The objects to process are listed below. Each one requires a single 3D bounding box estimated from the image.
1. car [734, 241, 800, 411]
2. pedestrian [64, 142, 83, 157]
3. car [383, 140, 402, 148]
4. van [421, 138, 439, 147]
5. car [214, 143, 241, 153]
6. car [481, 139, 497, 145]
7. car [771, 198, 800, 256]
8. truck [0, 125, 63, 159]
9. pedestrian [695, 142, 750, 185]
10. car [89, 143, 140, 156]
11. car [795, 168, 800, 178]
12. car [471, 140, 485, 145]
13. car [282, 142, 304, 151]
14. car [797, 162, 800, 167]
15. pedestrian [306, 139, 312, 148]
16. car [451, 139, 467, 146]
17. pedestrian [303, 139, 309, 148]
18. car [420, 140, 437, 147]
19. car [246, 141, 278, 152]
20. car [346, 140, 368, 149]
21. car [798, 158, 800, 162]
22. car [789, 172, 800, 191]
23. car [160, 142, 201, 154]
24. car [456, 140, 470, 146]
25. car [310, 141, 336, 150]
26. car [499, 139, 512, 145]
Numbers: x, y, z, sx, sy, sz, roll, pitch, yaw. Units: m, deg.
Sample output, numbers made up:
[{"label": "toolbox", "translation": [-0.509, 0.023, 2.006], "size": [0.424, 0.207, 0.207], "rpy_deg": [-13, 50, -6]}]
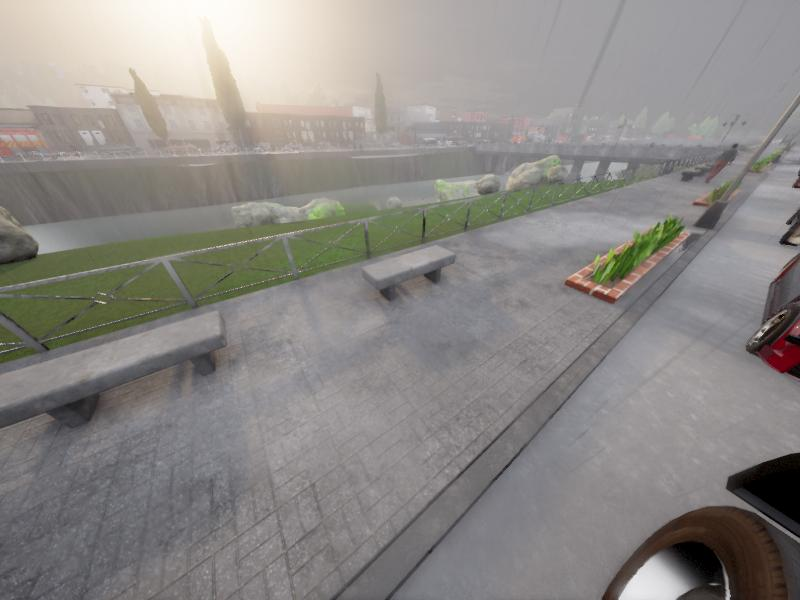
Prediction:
[{"label": "car", "translation": [6.073, 0.128, 2.533], "size": [4.181, 1.385, 1.994], "rpy_deg": [-22, 40, -28]}, {"label": "pedestrian", "translation": [-48.391, -22.300, 34.240], "size": [0.751, 1.860, 0.751], "rpy_deg": [24, 42, 31]}, {"label": "car", "translation": [-1.990, -42.885, 63.429], "size": [4.974, 1.542, 2.038], "rpy_deg": [-22, 41, -28]}, {"label": "van", "translation": [8.455, -44.506, 65.276], "size": [4.480, 2.038, 2.069], "rpy_deg": [-22, 41, -28]}, {"label": "car", "translation": [-33.813, -29.874, 45.270], "size": [3.806, 1.475, 1.970], "rpy_deg": [-22, 41, -28]}, {"label": "car", "translation": [29.824, -53.046, 77.599], "size": [5.238, 1.638, 1.930], "rpy_deg": [-22, 41, -28]}, {"label": "car", "translation": [11.335, -2.093, 5.484], "size": [4.514, 1.525, 2.007], "rpy_deg": [-22, 41, -28]}, {"label": "truck", "translation": [-55.560, -21.984, 32.178], "size": [8.468, 3.827, 2.891], "rpy_deg": [-22, 41, -28]}, {"label": "pedestrian", "translation": [16.811, -7.132, 12.091], "size": [0.751, 1.860, 0.751], "rpy_deg": [-18, 39, -24]}, {"label": "car", "translation": [-46.609, -24.729, 37.923], "size": [4.856, 1.649, 2.033], "rpy_deg": [-22, 40, -28]}, {"label": "car", "translation": [28.037, -8.866, 15.035], "size": [4.193, 1.474, 1.816], "rpy_deg": [-22, 41, -28]}, {"label": "car", "translation": [27.072, -54.683, 80.060], "size": [4.892, 1.490, 1.837], "rpy_deg": [-22, 41, -28]}, {"label": "car", "translation": [-23.609, -34.030, 51.102], "size": [3.806, 1.475, 1.970], "rpy_deg": [-22, 41, -28]}, {"label": "car", "translation": [36.643, -12.391, 19.936], "size": [3.633, 1.501, 1.845], "rpy_deg": [-22, 41, -28]}, {"label": "pedestrian", "translation": [-22.958, -39.456, 58.270], "size": [0.751, 1.860, 0.751], "rpy_deg": [-24, 42, -30]}, {"label": "car", "translation": [19.195, -51.532, 75.520], "size": [5.238, 1.638, 1.930], "rpy_deg": [-22, 41, -28]}, {"label": "pedestrian", "translation": [-23.144, -38.475, 56.854], "size": [0.751, 1.860, 0.751], "rpy_deg": [-18, 39, -24]}, {"label": "car", "translation": [8.614, -47.181, 69.504], "size": [5.008, 1.535, 1.882], "rpy_deg": [-22, 41, -28]}, {"label": "car", "translation": [-28.740, -32.011, 48.127], "size": [5.238, 1.638, 1.930], "rpy_deg": [-22, 41, -28]}, {"label": "car", "translation": [-10.745, -39.342, 58.410], "size": [4.856, 1.649, 2.033], "rpy_deg": [-22, 41, -28]}, {"label": "car", "translation": [44.440, -15.566, 24.383], "size": [5.008, 1.535, 1.882], "rpy_deg": [-22, 41, -28]}, {"label": "car", "translation": [22.013, -6.436, 11.581], "size": [4.514, 1.525, 2.007], "rpy_deg": [-22, 41, -28]}, {"label": "car", "translation": [-39.667, -27.552, 41.888], "size": [5.027, 1.651, 2.152], "rpy_deg": [-22, 41, -28]}, {"label": "car", "translation": [19.713, -48.827, 71.893], "size": [3.806, 1.475, 1.970], "rpy_deg": [-22, 41, -28]}, {"label": "car", "translation": [-17.983, -36.391, 54.274], "size": [5.238, 1.638, 1.930], "rpy_deg": [-22, 41, -28]}, {"label": "car", "translation": [37.358, -56.067, 81.933], "size": [3.988, 1.617, 1.851], "rpy_deg": [-22, 41, -28]}]
